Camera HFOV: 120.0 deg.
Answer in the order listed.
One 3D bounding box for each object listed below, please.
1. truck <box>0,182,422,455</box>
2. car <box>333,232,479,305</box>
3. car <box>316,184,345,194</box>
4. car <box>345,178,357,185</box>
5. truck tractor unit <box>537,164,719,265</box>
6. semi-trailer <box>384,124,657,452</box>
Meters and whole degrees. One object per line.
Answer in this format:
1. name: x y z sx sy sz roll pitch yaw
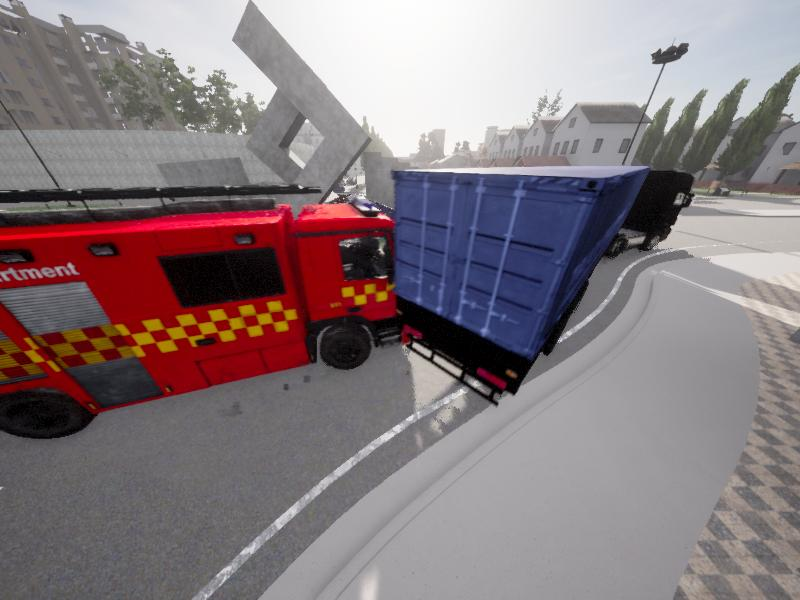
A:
1. truck: -4.083 -0.272 4.955 8.468 3.827 2.891 -10 30 -16
2. car: 0.307 -1.485 9.303 5.366 1.575 1.801 -13 32 -21
3. car: -12.408 -19.989 41.489 4.674 1.442 1.812 -4 30 -7
4. car: -13.049 -31.435 61.227 2.038 1.542 4.974 0 30 1
5. truck tractor unit: 11.662 -4.772 12.347 6.516 4.208 3.053 -10 31 -17
6. semi-trailer: 5.689 -2.380 7.984 2.717 4.402 14.254 27 39 37
